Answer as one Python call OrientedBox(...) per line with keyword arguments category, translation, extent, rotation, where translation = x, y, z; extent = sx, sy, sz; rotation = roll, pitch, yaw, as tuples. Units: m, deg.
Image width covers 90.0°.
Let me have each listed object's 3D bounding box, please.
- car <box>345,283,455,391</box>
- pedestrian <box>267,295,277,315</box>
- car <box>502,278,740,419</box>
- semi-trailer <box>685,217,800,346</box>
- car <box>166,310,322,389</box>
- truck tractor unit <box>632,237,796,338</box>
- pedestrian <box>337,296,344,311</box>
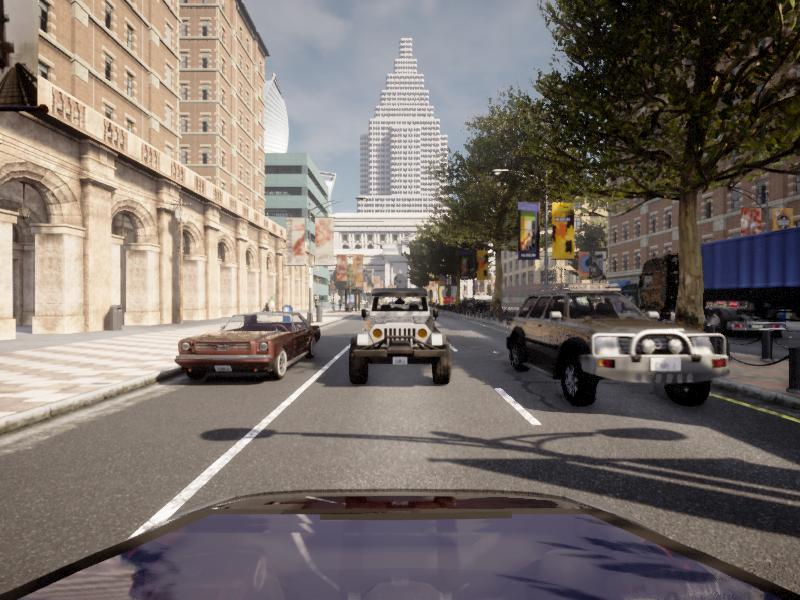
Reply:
OrientedBox(category="car", translation=(-0.001, 0.647, 8.911), extent=(1.905, 1.878, 3.866), rotation=(0, 0, 0))
OrientedBox(category="pedestrian", translation=(-12.475, 0.491, 38.887), extent=(0.751, 1.860, 0.751), rotation=(0, 0, 0))
OrientedBox(category="car", translation=(3.498, 0.656, 7.565), extent=(1.932, 1.855, 4.605), rotation=(0, 0, 0))
OrientedBox(category="semi-trailer", translation=(15.000, -0.618, 12.035), extent=(2.717, 4.402, 14.254), rotation=(0, 0, 0))
OrientedBox(category="car", translation=(-3.250, 0.940, 9.526), extent=(1.895, 1.301, 4.718), rotation=(0, 0, 0))
OrientedBox(category="truck tractor unit", translation=(15.005, -0.520, 19.951), extent=(3.053, 4.208, 6.516), rotation=(0, 0, 0))
OrientedBox(category="pedestrian", translation=(-7.485, 0.492, 50.280), extent=(0.751, 1.860, 0.751), rotation=(0, 0, 0))
